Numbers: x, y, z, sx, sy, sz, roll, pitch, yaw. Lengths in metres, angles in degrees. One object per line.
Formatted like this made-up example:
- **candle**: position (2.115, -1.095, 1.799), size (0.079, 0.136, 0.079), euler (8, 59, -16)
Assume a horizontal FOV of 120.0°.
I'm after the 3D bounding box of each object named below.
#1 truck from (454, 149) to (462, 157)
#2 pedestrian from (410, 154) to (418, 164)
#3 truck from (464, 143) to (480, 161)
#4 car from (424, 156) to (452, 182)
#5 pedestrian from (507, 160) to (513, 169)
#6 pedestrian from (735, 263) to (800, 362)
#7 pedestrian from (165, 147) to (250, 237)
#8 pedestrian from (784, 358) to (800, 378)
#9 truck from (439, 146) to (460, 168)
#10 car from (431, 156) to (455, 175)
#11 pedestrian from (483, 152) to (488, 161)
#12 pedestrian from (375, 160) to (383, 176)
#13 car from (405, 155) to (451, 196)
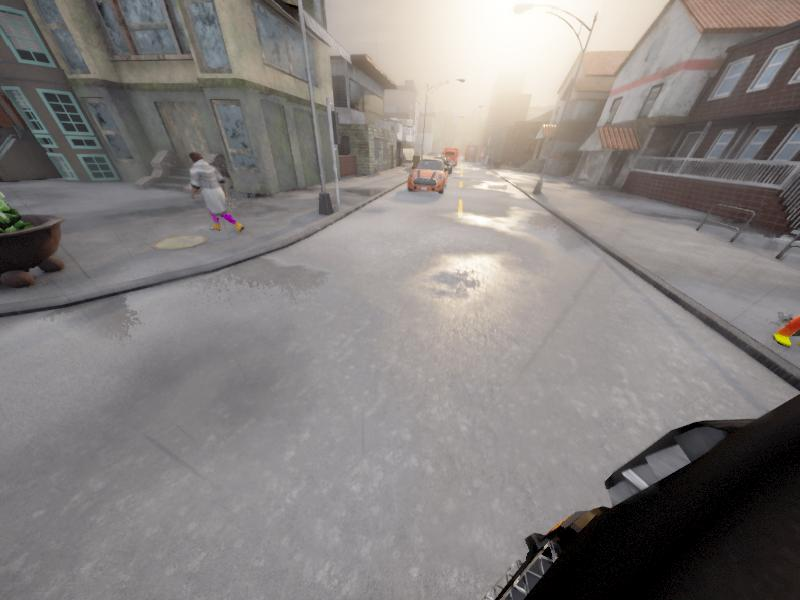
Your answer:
- **truck**: position (23.153, -58.832, 92.387), size (2.627, 2.467, 5.204), euler (9, 34, 9)
- **pedestrian**: position (2.177, -21.894, 35.810), size (0.751, 1.300, 0.751), euler (25, 40, 30)
- **truck**: position (18.767, -38.968, 60.800), size (2.891, 3.827, 8.468), euler (9, 34, 9)
- **car**: position (3.331, -11.316, 19.863), size (1.851, 1.617, 3.988), euler (9, 34, 9)
- **pedestrian**: position (16.949, -20.875, 35.559), size (0.500, 1.100, 0.500), euler (18, 36, 22)
- **pedestrian**: position (5.416, -0.133, 2.652), size (0.751, 1.860, 0.751), euler (15, 35, 17)
- **pedestrian**: position (-4.557, -2.605, 5.643), size (0.751, 1.860, 0.751), euler (3, 33, 0)
- **pedestrian**: position (5.143, 0.244, 2.061), size (0.751, 1.860, 0.751), euler (-5, 34, -11)
- **truck**: position (7.688, -22.021, 35.540), size (2.627, 2.467, 5.204), euler (9, 36, 9)
- **car**: position (4.833, -14.862, 25.405), size (2.038, 1.542, 4.974), euler (9, 34, 9)
- **pedestrian**: position (22.975, -38.619, 62.143), size (0.751, 1.860, 0.751), euler (-12, 36, -22)
- **pedestrian**: position (-1.765, -10.981, 19.201), size (0.500, 1.100, 0.500), euler (10, 34, 10)
- **car**: position (1.874, -7.906, 14.428), size (2.097, 1.767, 4.553), euler (9, 34, 9)
